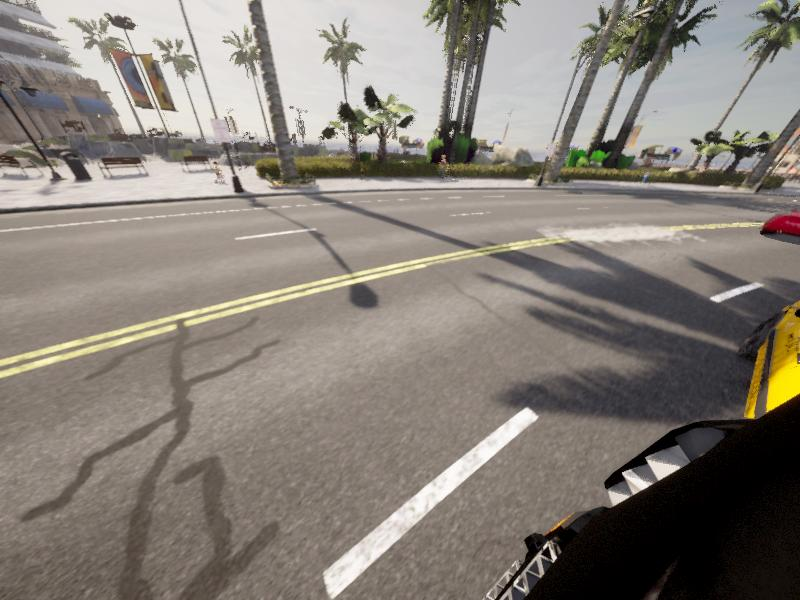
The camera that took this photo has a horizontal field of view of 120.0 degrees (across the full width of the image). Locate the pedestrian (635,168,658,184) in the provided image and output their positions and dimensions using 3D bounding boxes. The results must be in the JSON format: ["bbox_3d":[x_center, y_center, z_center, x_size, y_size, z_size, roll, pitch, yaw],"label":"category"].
[{"bbox_3d":[23.673,-11.919,22.217,0.751,1.300,0.751,0,33,-5],"label":"pedestrian"}]

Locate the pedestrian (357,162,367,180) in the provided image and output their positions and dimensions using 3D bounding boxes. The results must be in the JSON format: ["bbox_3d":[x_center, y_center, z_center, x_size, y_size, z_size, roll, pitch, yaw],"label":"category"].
[{"bbox_3d":[-2.648,-8.996,16.115,0.500,1.100,0.500,-16,38,-26],"label":"pedestrian"}]

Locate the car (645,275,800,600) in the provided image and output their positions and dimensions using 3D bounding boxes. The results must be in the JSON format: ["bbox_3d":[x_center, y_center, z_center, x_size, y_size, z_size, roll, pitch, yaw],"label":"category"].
[{"bbox_3d":[3.828,0.941,1.388,5.366,1.575,1.801,-18,39,-29],"label":"car"}]

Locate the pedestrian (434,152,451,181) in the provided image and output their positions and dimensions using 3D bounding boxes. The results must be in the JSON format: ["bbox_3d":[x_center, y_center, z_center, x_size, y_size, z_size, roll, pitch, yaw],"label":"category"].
[{"bbox_3d":[3.269,-10.228,17.709,0.751,1.860,0.751,-11,36,-20],"label":"pedestrian"}]

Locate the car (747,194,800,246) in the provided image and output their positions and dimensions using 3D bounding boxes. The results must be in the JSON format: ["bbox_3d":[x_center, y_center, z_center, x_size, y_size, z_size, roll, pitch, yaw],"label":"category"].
[{"bbox_3d":[15.296,-2.706,7.915,4.181,1.385,1.994,-6,34,-13],"label":"car"}]

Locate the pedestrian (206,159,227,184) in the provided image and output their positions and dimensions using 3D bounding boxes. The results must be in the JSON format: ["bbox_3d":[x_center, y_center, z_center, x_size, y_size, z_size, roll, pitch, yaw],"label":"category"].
[{"bbox_3d":[-9.947,-6.980,12.544,0.500,1.100,0.500,-23,41,-33],"label":"pedestrian"}]
